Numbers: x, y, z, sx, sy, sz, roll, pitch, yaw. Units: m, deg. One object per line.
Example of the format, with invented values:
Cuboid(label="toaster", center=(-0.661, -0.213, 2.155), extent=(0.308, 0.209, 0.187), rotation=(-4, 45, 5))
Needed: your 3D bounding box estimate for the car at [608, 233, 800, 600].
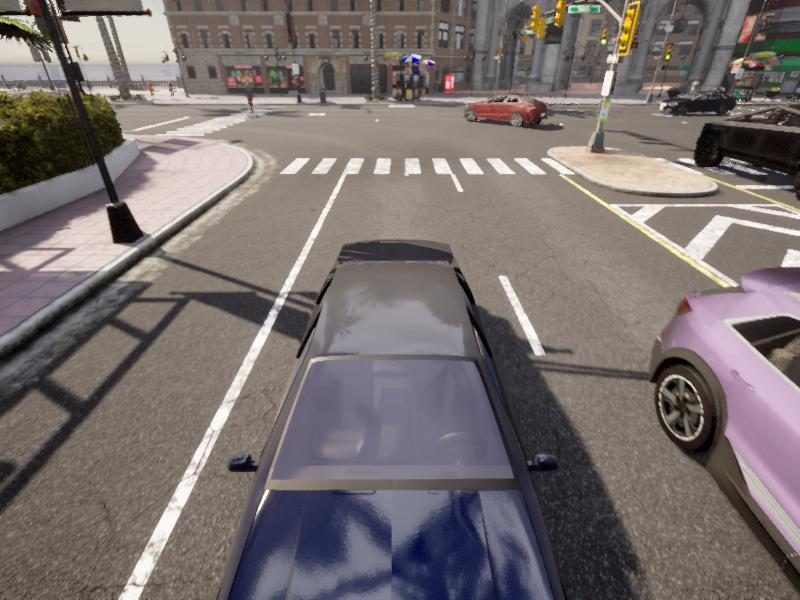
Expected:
Cuboid(label="car", center=(3.463, 1.284, 2.196), extent=(2.033, 1.649, 4.856), rotation=(0, 30, 0))

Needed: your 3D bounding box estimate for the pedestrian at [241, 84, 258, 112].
Cuboid(label="pedestrian", center=(-11.436, -15.406, 30.463), extent=(0.751, 1.860, 0.751), rotation=(-2, 30, -3))

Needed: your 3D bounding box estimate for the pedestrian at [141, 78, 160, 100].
Cuboid(label="pedestrian", center=(-24.014, -20.319, 38.561), extent=(0.751, 1.860, 0.751), rotation=(6, 31, 11))

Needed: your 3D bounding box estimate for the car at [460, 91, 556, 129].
Cuboid(label="car", center=(6.342, -11.509, 24.085), extent=(2.152, 1.651, 5.027), rotation=(-25, 39, -36))

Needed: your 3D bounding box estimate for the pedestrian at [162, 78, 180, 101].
Cuboid(label="pedestrian", center=(-21.868, -20.122, 38.225), extent=(0.751, 1.860, 0.751), rotation=(7, 31, 13))

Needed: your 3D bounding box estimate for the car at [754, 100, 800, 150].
Cuboid(label="car", center=(17.605, -7.851, 17.843), extent=(1.851, 1.617, 3.988), rotation=(16, 34, 26))

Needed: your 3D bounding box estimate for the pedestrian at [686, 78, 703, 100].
Cuboid(label="pedestrian", center=(28.956, -20.793, 39.387), extent=(0.751, 1.860, 0.751), rotation=(22, 37, 32))

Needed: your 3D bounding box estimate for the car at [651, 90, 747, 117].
Cuboid(label="car", center=(21.147, -14.008, 28.468), extent=(4.902, 1.511, 2.128), rotation=(-1, 30, -1))

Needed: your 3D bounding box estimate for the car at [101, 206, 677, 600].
Cuboid(label="car", center=(-0.044, 0.688, 3.451), extent=(2.033, 1.411, 5.357), rotation=(0, 30, 0))

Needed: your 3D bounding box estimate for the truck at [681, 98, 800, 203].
Cuboid(label="truck", center=(11.455, -4.355, 11.378), extent=(2.390, 2.098, 6.274), rotation=(0, 30, 0))

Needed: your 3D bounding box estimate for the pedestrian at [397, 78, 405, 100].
Cuboid(label="pedestrian", center=(0.078, -20.510, 38.895), extent=(0.751, 1.860, 0.751), rotation=(1, 30, 1))
